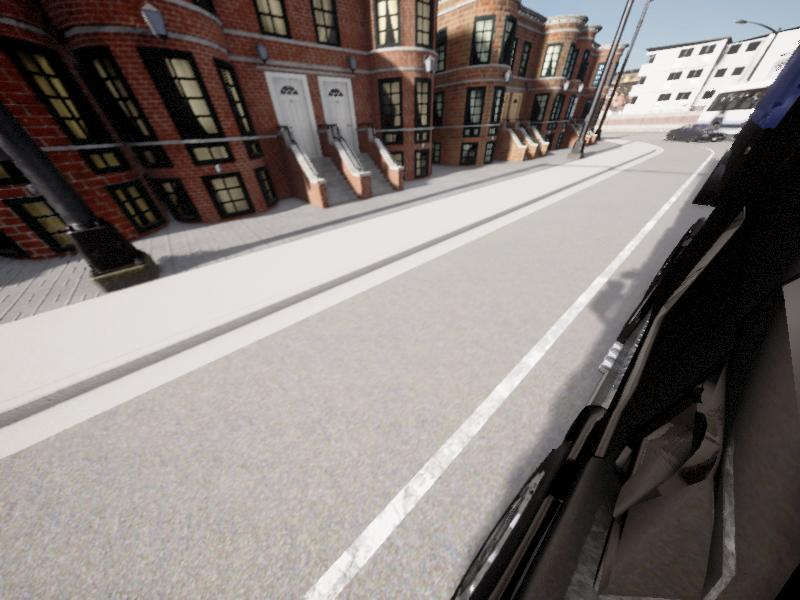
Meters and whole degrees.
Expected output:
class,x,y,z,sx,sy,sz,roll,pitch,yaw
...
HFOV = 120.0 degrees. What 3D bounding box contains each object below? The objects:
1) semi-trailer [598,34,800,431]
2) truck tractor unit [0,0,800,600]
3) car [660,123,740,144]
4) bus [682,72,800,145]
class,x,y,z,sx,sy,sz,roll,pitch,yaw
semi-trailer,8.655,-3.632,4.277,14.254,4.402,2.717,-29,44,-30
truck tractor unit,2.645,-0.295,0.351,6.516,4.208,3.053,-28,44,-30
car,28.240,-15.979,22.094,2.033,1.411,5.357,7,38,13
bus,31.545,-16.097,19.666,3.944,4.253,10.273,8,38,12
